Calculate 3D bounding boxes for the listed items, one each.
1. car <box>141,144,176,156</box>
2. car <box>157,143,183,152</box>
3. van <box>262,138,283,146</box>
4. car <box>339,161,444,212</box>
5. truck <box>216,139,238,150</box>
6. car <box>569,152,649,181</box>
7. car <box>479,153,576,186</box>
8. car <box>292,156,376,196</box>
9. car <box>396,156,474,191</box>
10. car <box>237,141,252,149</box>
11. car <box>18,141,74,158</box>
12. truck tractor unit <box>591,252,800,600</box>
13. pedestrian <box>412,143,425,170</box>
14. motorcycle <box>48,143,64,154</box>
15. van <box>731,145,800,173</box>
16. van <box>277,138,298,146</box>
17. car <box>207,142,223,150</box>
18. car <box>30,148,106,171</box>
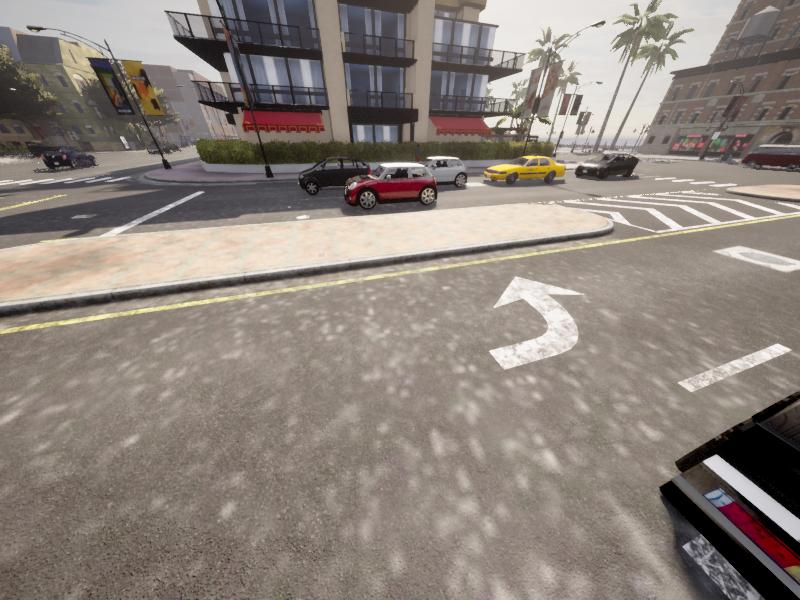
[{"bbox_3d":[-39.143,-24.511,37.620,1.837,1.490,4.892,-10,36,-15],"label":"car"},{"bbox_3d":[-46.288,-30.735,46.551,1.812,1.442,4.674,-10,36,-15],"label":"car"},{"bbox_3d":[-48.131,-59.816,87.442,2.351,2.431,6.366,21,40,27],"label":"van"},{"bbox_3d":[-0.414,-4.822,9.629,3.806,1.475,1.970,-10,36,-14],"label":"car"},{"bbox_3d":[-43.641,-39.418,58.467,2.390,2.098,6.274,-10,36,-15],"label":"truck"},{"bbox_3d":[15.182,-9.818,16.873,4.514,1.525,2.007,-13,37,-18],"label":"car"},{"bbox_3d":[8.068,-8.448,14.808,5.366,1.575,1.801,-10,36,-14],"label":"car"},{"bbox_3d":[-3.305,-6.441,11.868,3.705,1.549,1.789,-10,36,-14],"label":"car"},{"bbox_3d":[1.880,-7.319,13.232,3.806,1.475,1.970,-10,36,-14],"label":"car"},{"bbox_3d":[-40.764,-40.646,60.651,2.033,1.649,4.856,-10,36,-15],"label":"car"},{"bbox_3d":[-48.132,-20.523,31.480,3.866,1.878,1.905,3,35,3],"label":"car"},{"bbox_3d":[5.283,-0.073,0.453,6.516,4.208,3.053,-10,36,-14],"label":"truck tractor unit"},{"bbox_3d":[1.482,-11.887,19.147,0.751,1.860,0.751,-10,36,-14],"label":"pedestrian"},{"bbox_3d":[-57.957,-25.515,38.885,2.356,1.277,0.764,28,53,34],"label":"motorcycle"},{"bbox_3d":[35.628,-13.348,21.687,1.775,1.987,4.442,-10,36,-14],"label":"van"},{"bbox_3d":[-42.516,-59.866,87.554,6.366,2.431,2.351,-24,42,-31],"label":"van"},{"bbox_3d":[-47.628,-39.698,59.464,1.970,1.475,3.806,-10,36,-15],"label":"car"},{"bbox_3d":[-28.693,-12.354,20.201,1.845,1.501,3.633,-10,36,-15],"label":"car"}]
